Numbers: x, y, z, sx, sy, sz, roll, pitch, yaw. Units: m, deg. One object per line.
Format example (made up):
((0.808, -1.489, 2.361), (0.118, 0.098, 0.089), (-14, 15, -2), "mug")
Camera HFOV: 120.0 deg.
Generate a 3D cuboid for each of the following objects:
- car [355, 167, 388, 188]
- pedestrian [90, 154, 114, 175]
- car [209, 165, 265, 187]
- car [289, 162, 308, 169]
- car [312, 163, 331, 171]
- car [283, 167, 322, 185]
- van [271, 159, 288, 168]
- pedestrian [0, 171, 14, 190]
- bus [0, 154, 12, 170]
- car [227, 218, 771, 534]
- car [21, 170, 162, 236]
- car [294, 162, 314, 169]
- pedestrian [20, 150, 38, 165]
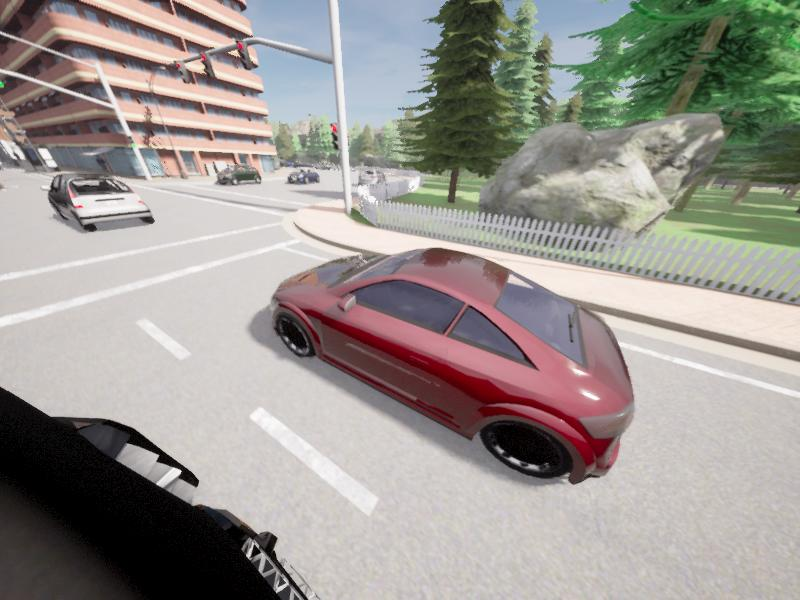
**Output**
((-2.963, -13.488, 25.286), (2.242, 1.667, 4.611), (8, 31, 9), "car")
((-31.246, -14.198, 24.226), (0.751, 1.860, 0.751), (19, 35, 26), "pedestrian")
((-14.786, -11.464, 21.217), (1.789, 1.549, 3.705), (11, 32, 14), "car")
((-27.829, -36.784, 63.166), (4.892, 1.490, 1.837), (18, 34, 25), "car")
((-19.692, -33.453, 58.052), (4.974, 1.542, 2.038), (27, 39, 35), "car")
((-10.146, -13.070, 24.305), (1.970, 1.475, 3.806), (6, 31, 7), "car")
((-34.581, -39.215, 66.356), (4.442, 1.987, 1.775), (18, 34, 25), "van")
((-24.642, -7.640, 13.842), (0.751, 1.860, 0.751), (16, 33, 22), "pedestrian")
((-51.832, -17.946, 27.215), (10.273, 4.253, 3.944), (18, 34, 25), "bus")
((0.245, 0.103, 2.955), (4.181, 1.385, 1.994), (18, 34, 25), "car")
((-10.983, -3.651, 8.299), (3.988, 1.617, 1.851), (18, 34, 25), "car")
((-27.708, -38.777, 66.632), (5.357, 1.411, 2.033), (18, 34, 25), "car")
((-55.786, -21.366, 34.737), (0.751, 1.860, 0.751), (21, 36, 29), "pedestrian")
